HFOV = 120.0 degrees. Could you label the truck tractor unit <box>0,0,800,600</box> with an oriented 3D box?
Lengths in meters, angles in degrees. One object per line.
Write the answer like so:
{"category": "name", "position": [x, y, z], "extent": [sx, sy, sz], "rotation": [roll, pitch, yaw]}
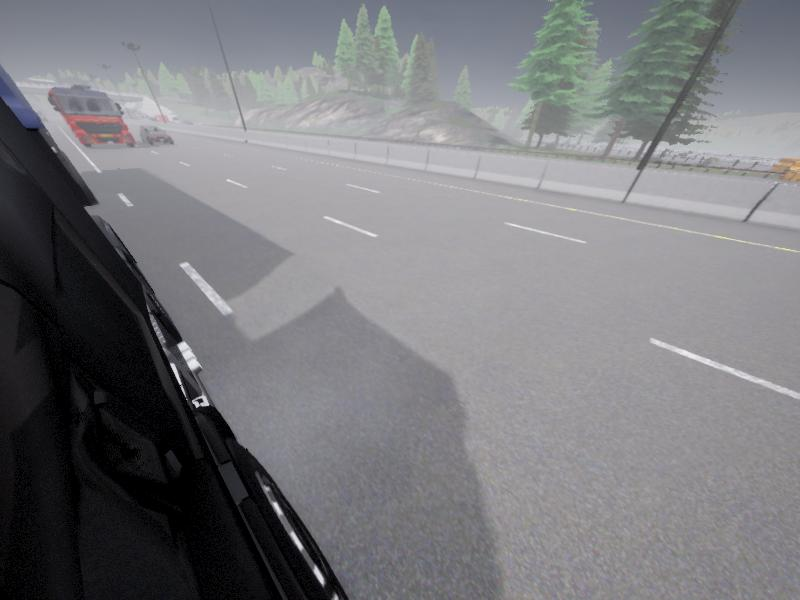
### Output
{"category": "truck tractor unit", "position": [-2.645, -0.295, 0.351], "extent": [6.516, 4.208, 3.053], "rotation": [28, 44, 30]}

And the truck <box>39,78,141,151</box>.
{"category": "truck", "position": [-24.813, -14.647, 18.506], "extent": [8.468, 3.827, 2.891], "rotation": [28, 44, 30]}

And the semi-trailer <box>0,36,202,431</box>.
{"category": "semi-trailer", "position": [-8.740, -3.572, 4.192], "extent": [14.254, 4.402, 2.717], "rotation": [28, 43, 29]}

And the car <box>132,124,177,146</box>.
{"category": "car", "position": [-23.081, -15.500, 21.722], "extent": [4.193, 1.474, 1.816], "rotation": [28, 44, 30]}
